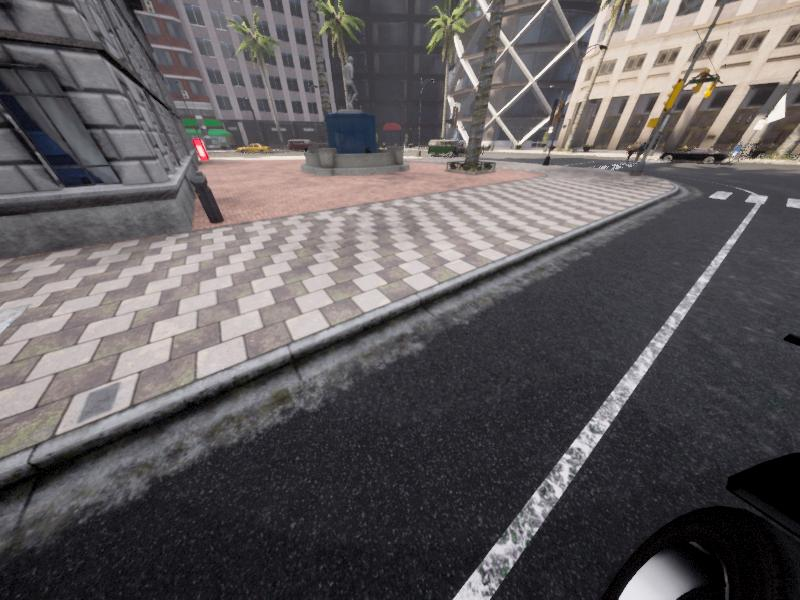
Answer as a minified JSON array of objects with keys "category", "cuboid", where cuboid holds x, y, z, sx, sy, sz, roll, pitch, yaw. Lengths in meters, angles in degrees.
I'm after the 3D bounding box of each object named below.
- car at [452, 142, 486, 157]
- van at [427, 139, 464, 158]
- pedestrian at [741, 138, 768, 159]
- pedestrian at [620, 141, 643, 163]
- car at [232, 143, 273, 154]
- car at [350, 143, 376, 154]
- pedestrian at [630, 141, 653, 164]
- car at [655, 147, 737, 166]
[{"category":"car","cuboid":[9.839,-21.650,33.187,3.988,1.617,1.851,22,41,29]},{"category":"van","cuboid":[6.159,-20.819,31.704,4.442,1.987,1.775,19,39,25]},{"category":"pedestrian","cuboid":[37.958,-16.224,24.764,0.751,1.860,0.751,-29,44,-34]},{"category":"pedestrian","cuboid":[23.027,-14.712,22.984,0.751,1.860,0.751,-21,40,-27]},{"category":"car","cuboid":[-25.243,-26.098,39.768,5.366,1.575,1.801,-10,36,-14]},{"category":"car","cuboid":[-6.086,-25.194,38.442,3.806,1.475,1.970,3,35,5]},{"category":"pedestrian","cuboid":[23.589,-14.449,22.607,0.751,1.860,0.751,-26,43,-32]},{"category":"car","cuboid":[29.292,-14.428,23.070,1.895,1.301,4.718,-22,41,-28]}]
